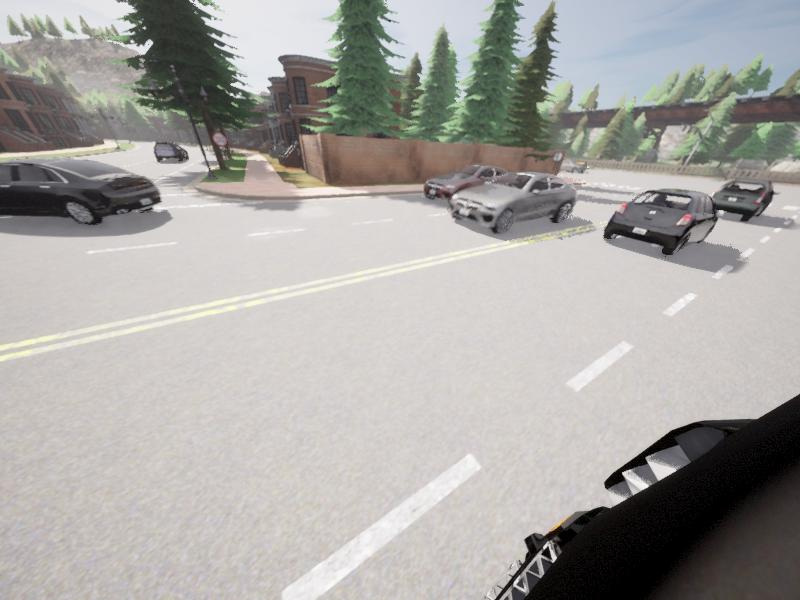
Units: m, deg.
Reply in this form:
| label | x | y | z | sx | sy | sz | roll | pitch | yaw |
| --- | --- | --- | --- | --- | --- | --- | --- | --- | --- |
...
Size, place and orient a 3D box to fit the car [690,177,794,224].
| label | x | y | z | sx | sy | sz | roll | pitch | yaw |
| --- | --- | --- | --- | --- | --- | --- | --- | --- | --- |
| car | 16.662 | -4.985 | 11.289 | 3.988 | 1.617 | 1.851 | -16 | 38 | -26 |

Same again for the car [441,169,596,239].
| label | x | y | z | sx | sy | sz | roll | pitch | yaw |
| --- | --- | --- | --- | --- | --- | --- | --- | --- | --- |
| car | 4.257 | -3.693 | 8.373 | 5.027 | 1.651 | 2.152 | -16 | 38 | -26 |

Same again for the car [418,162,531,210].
| label | x | y | z | sx | sy | sz | roll | pitch | yaw |
| --- | --- | --- | --- | --- | --- | --- | --- | --- | --- |
| car | 3.667 | -5.763 | 11.444 | 5.027 | 1.651 | 2.152 | -16 | 38 | -26 |

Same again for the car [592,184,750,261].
| label | x | y | z | sx | sy | sz | roll | pitch | yaw |
| --- | --- | --- | --- | --- | --- | --- | --- | --- | --- |
| car | 8.105 | -2.517 | 6.978 | 3.633 | 1.501 | 1.845 | -16 | 38 | -26 |

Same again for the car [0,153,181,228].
| label | x | y | z | sx | sy | sz | roll | pitch | yaw |
| --- | --- | --- | --- | --- | --- | --- | --- | --- | --- |
| car | -9.906 | -3.208 | 6.662 | 4.892 | 1.490 | 1.837 | 2 | 35 | -1 |

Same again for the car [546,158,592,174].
| label | x | y | z | sx | sy | sz | roll | pitch | yaw |
| --- | --- | --- | --- | --- | --- | --- | --- | --- | --- |
| car | 25.950 | -20.763 | 35.741 | 2.152 | 1.651 | 5.027 | -16 | 38 | -26 |

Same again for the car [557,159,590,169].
| label | x | y | z | sx | sy | sz | roll | pitch | yaw |
| --- | --- | --- | --- | --- | --- | --- | --- | --- | --- |
| car | 34.803 | -27.419 | 46.556 | 1.837 | 1.490 | 4.892 | -16 | 38 | -26 |

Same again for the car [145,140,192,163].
| label | x | y | z | sx | sy | sz | roll | pitch | yaw |
| --- | --- | --- | --- | --- | --- | --- | --- | --- | --- |
| car | -22.632 | -14.728 | 22.833 | 2.033 | 1.649 | 4.856 | -15 | 38 | -25 |
